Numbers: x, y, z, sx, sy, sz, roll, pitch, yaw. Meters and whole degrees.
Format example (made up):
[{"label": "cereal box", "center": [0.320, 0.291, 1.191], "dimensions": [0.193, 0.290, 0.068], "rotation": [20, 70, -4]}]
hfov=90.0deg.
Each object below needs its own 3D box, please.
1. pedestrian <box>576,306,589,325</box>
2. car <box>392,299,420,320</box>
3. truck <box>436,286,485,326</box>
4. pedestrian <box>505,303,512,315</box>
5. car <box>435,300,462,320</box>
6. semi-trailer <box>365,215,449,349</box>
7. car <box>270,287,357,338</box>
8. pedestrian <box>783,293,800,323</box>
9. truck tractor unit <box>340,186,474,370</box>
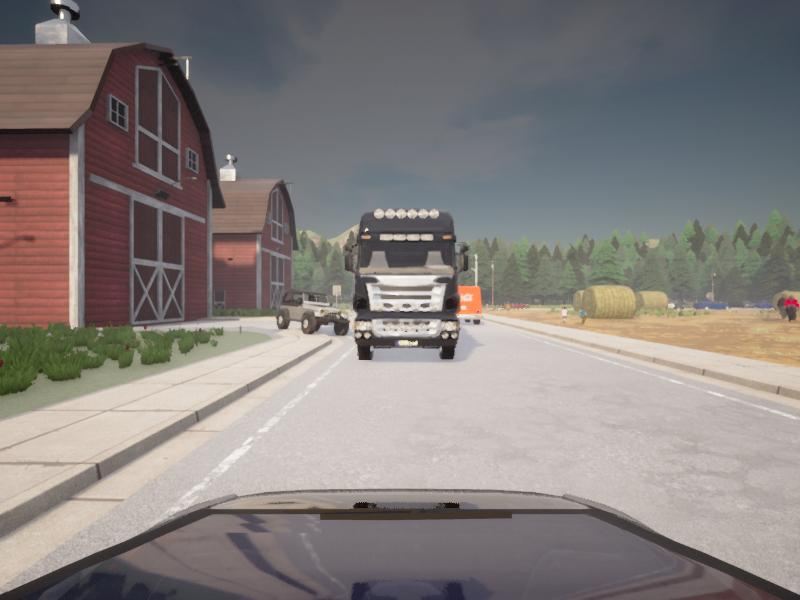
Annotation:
[{"label": "pedestrian", "center": [10.278, 0.867, 22.546], "dimensions": [0.500, 1.100, 0.500], "rotation": [0, 0, -6]}, {"label": "car", "center": [0.503, 0.757, 34.597], "dimensions": [2.242, 1.667, 4.611], "rotation": [0, 0, 1]}, {"label": "truck", "center": [3.895, 0.355, 26.932], "dimensions": [2.627, 2.467, 5.204], "rotation": [0, 0, 1]}, {"label": "pedestrian", "center": [10.368, 0.867, 38.344], "dimensions": [0.500, 1.100, 0.500], "rotation": [0, 0, -4]}, {"label": "car", "center": [3.986, 0.816, 33.442], "dimensions": [1.789, 1.549, 3.705], "rotation": [0, 0, 1]}, {"label": "semi-trailer", "center": [0.346, -0.673, 20.350], "dimensions": [2.717, 4.402, 14.254], "rotation": [1, 1, 1]}, {"label": "car", "center": [-3.902, 0.488, 17.613], "dimensions": [1.905, 1.878, 3.866], "rotation": [8, -3, -41]}, {"label": "pedestrian", "center": [24.174, 0.483, 24.660], "dimensions": [0.751, 1.860, 0.751], "rotation": [0, 0, 39]}, {"label": "truck tractor unit", "center": [0.202, -0.511, 12.438], "dimensions": [3.053, 4.208, 6.516], "rotation": [0, 0, 1]}]
